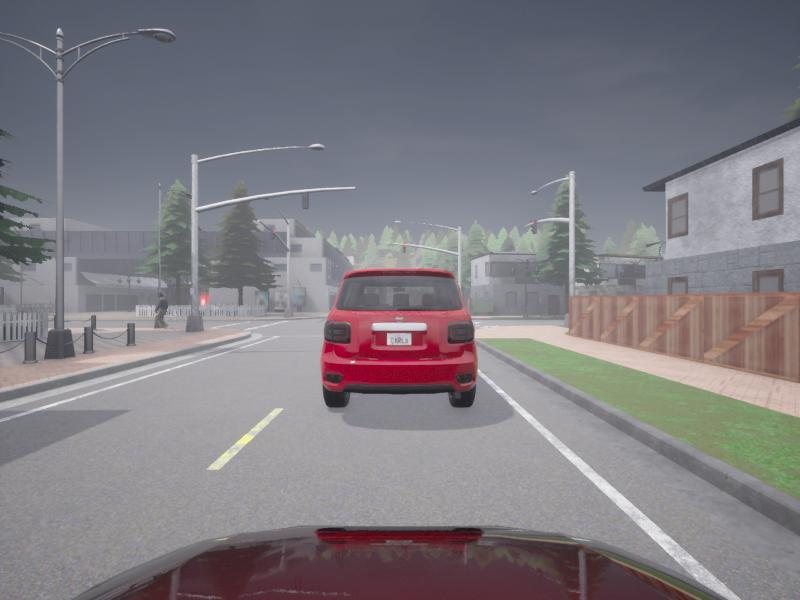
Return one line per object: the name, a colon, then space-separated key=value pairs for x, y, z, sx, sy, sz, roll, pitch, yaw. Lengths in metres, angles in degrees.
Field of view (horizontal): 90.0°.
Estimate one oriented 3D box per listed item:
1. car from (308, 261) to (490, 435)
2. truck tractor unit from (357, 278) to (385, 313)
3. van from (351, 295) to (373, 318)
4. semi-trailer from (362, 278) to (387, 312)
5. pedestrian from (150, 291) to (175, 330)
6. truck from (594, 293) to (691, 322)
car: x=-0.013 y=0.568 z=7.496 sx=2.150 sy=2.045 sz=5.566 roll=0 pitch=0 yaw=0
truck tractor unit: x=-3.567 y=-0.520 z=51.119 sx=3.053 sy=4.208 sz=6.516 roll=0 pitch=0 yaw=0
van: x=-3.481 y=0.599 z=37.533 sx=1.775 sy=1.987 sz=4.442 roll=0 pitch=0 yaw=-1
semi-trailer: x=-3.525 y=-0.618 z=59.030 sx=2.717 sy=4.402 sz=14.254 roll=0 pitch=0 yaw=0
pedestrian: x=-11.615 y=0.500 z=19.579 sx=0.751 sy=1.860 sz=0.751 roll=0 pitch=0 yaw=2
truck: x=18.025 y=0.523 z=29.846 sx=6.274 sy=2.098 sz=2.390 roll=0 pitch=0 yaw=-12
